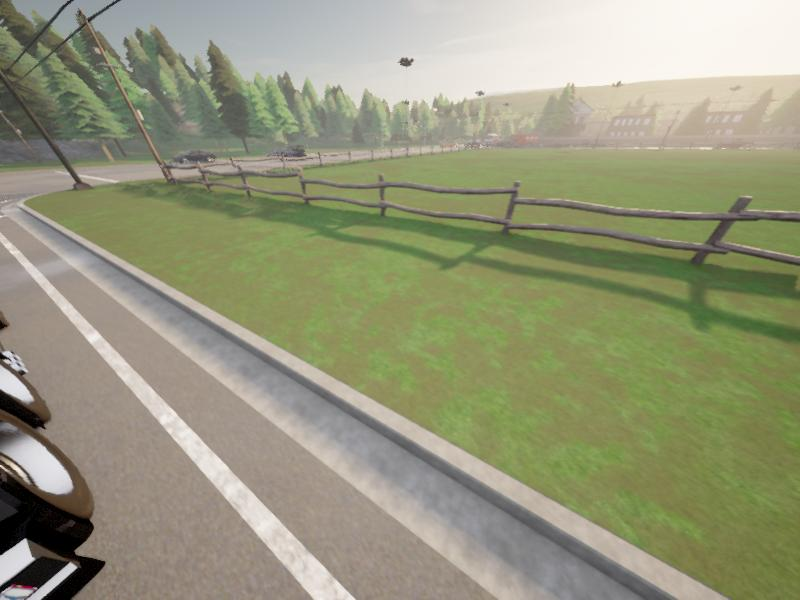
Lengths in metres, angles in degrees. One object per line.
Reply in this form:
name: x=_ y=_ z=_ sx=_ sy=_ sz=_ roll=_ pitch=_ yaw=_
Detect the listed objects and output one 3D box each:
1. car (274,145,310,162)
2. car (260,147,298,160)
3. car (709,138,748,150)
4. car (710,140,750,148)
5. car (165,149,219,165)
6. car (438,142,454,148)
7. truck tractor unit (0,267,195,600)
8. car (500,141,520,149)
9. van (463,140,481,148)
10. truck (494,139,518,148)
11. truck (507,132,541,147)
car: x=-14.775 y=-20.281 z=31.889 sx=1.905 sy=1.878 sz=3.866 roll=18 pitch=39 yaw=25
car: x=-19.242 y=-23.619 z=37.112 sx=2.128 sy=1.511 sz=4.902 roll=18 pitch=39 yaw=25
car: x=68.237 y=-32.484 z=48.092 sx=3.866 sy=1.878 sz=1.905 roll=18 pitch=39 yaw=25
car: x=76.989 y=-36.412 z=53.951 sx=4.792 sy=1.488 sz=2.163 roll=18 pitch=39 yaw=25
car: x=-27.704 y=-19.301 z=31.044 sx=1.837 sy=1.490 sz=4.892 roll=18 pitch=39 yaw=25
car: x=15.096 y=-50.687 z=75.531 sx=5.008 sy=1.535 sz=1.882 roll=-17 pitch=38 yaw=-22
truck tractor unit: x=-5.121 y=-0.283 z=0.818 sx=6.516 sy=4.208 sz=3.053 roll=17 pitch=37 yaw=25
car: x=31.324 y=-44.307 z=66.058 sx=4.611 sy=1.667 sz=2.242 roll=18 pitch=39 yaw=25
van: x=22.255 y=-48.192 z=71.375 sx=4.480 sy=2.038 sz=2.069 roll=-4 pitch=35 yaw=-4
truck: x=32.834 y=-48.667 z=71.820 sx=6.274 sy=2.098 sz=2.390 roll=18 pitch=39 yaw=25
truck: x=38.421 y=-49.876 z=71.952 sx=8.468 sy=3.827 sz=2.891 roll=18 pitch=39 yaw=25
